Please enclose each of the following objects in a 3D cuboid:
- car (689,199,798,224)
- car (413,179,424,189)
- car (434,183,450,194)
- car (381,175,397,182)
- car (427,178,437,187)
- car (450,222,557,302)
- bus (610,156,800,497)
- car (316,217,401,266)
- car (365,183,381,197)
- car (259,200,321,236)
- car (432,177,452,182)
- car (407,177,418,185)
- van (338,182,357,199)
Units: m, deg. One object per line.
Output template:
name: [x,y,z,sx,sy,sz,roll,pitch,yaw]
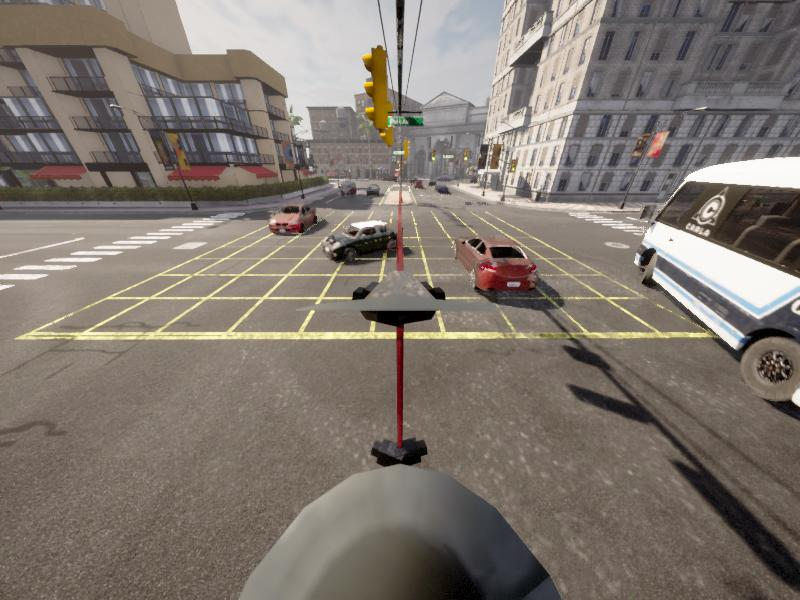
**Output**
car: [28.323,-7.433,19.258,5.027,1.651,2.152,0,30,0]
car: [3.862,-24.634,49.065,1.851,1.617,3.988,0,30,0]
car: [7.339,-19.675,40.715,1.994,1.385,4.181,0,30,0]
car: [-3.345,-36.652,69.613,4.605,1.855,1.932,21,36,31]
car: [7.673,-28.109,55.155,2.038,1.542,4.974,2,30,4]
car: [3.730,-1.891,9.660,2.152,1.651,5.027,0,30,0]
bus: [9.277,-0.681,4.943,3.944,4.253,10.273,11,32,23]
car: [-2.040,-3.189,12.052,3.806,1.475,1.970,-20,36,-31]
car: [-4.180,-17.437,36.565,1.930,1.638,5.238,0,30,0]
car: [-7.740,-6.129,16.950,2.242,1.667,4.611,0,30,0]
car: [12.575,-36.343,69.545,5.357,1.411,2.033,0,30,1]
car: [3.285,-30.845,59.937,1.837,1.490,4.892,-4,30,-8]
van: [-7.688,-16.401,34.428,1.775,1.987,4.442,0,30,0]
